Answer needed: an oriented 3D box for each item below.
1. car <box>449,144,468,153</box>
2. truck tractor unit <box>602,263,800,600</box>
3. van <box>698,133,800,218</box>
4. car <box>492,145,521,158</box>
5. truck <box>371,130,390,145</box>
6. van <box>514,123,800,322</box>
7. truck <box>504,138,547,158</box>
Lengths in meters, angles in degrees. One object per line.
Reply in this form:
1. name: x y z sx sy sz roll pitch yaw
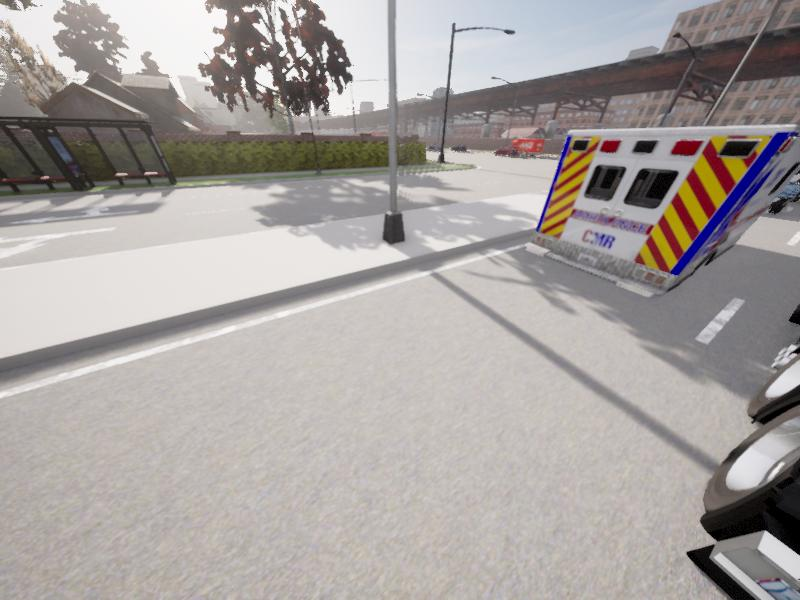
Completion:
1. car: 12.493 -32.505 49.406 1.845 1.501 3.633 -18 39 -24
2. truck tractor unit: 5.108 -0.304 0.785 6.516 4.208 3.053 -18 39 -24
3. van: 15.881 -5.415 9.701 5.915 2.561 1.988 -18 39 -24
4. car: 17.020 -23.914 37.154 1.789 1.549 3.705 -18 39 -24
5. truck: -6.477 -53.076 75.532 2.891 3.827 8.468 -18 40 -24
6. van: 5.924 -2.137 5.001 6.366 2.431 2.351 -18 39 -24
7. truck: 20.383 -24.932 37.869 2.627 2.467 5.204 -18 40 -24
